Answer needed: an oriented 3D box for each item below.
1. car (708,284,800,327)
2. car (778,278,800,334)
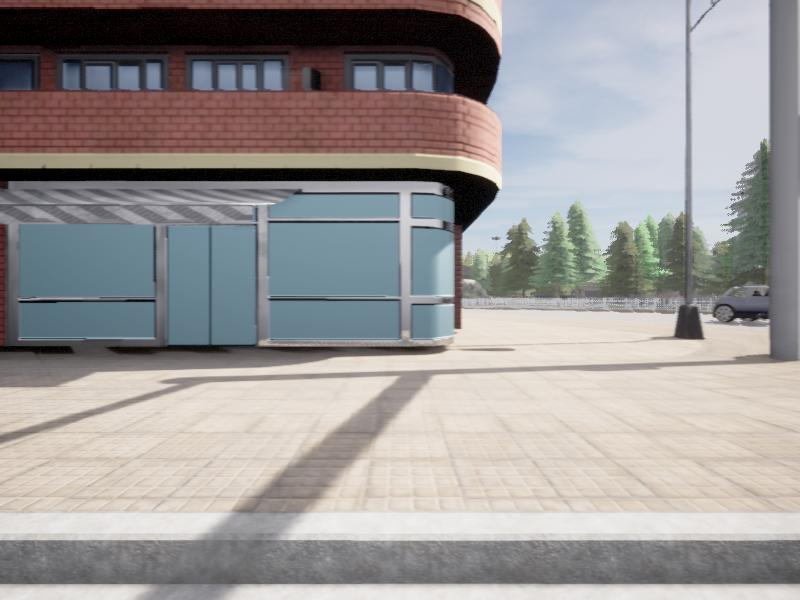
[{"bbox_3d":[14.400,0.195,15.193,1.970,1.475,3.806,0,0,-21],"label":"car"},{"bbox_3d":[12.125,0.156,9.858,1.789,1.549,3.705,0,0,-12],"label":"car"}]
